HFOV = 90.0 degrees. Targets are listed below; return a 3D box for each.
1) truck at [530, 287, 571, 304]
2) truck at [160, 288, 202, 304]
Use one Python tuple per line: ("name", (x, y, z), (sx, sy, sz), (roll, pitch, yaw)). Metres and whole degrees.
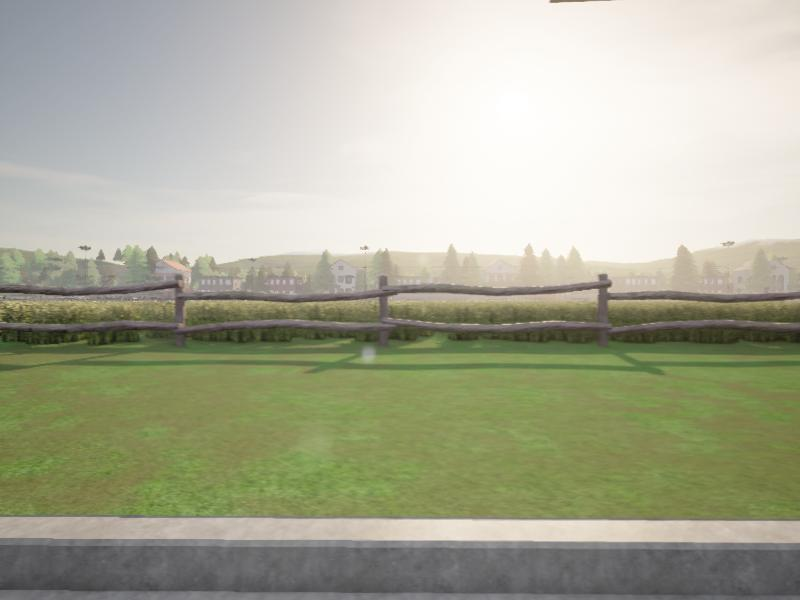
("truck", (34.229, -0.914, 91.167), (8.468, 3.827, 2.891), (0, 0, 1))
("truck", (-52.545, -0.905, 95.980), (8.468, 3.827, 2.891), (0, 0, 1))
